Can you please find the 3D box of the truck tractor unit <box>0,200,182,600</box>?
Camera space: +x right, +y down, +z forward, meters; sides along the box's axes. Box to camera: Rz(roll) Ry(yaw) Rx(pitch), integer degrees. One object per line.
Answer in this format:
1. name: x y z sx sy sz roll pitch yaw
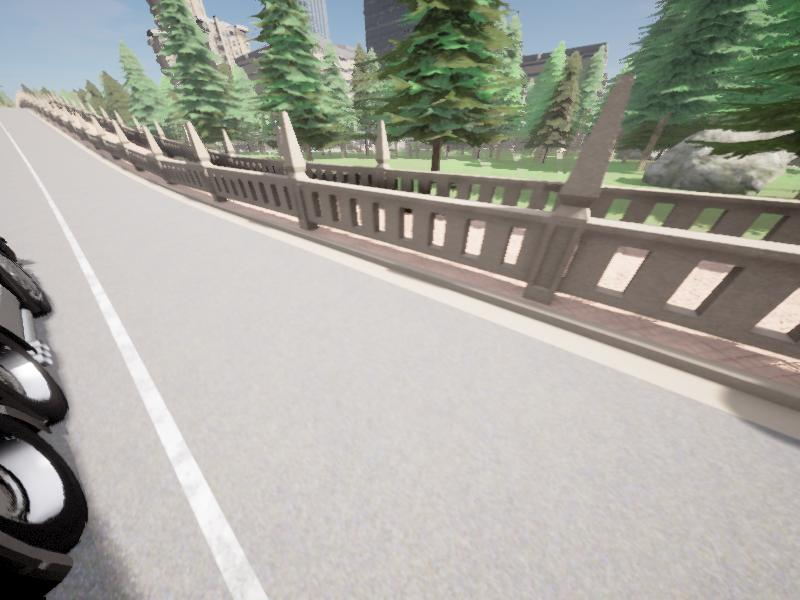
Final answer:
1. truck tractor unit: -4.996 -0.401 0.930 6.516 4.208 3.053 23 40 29
